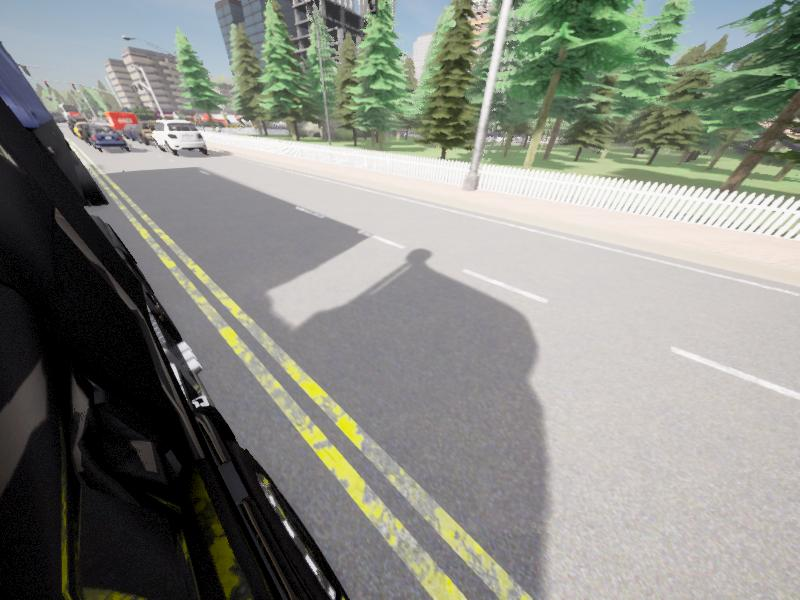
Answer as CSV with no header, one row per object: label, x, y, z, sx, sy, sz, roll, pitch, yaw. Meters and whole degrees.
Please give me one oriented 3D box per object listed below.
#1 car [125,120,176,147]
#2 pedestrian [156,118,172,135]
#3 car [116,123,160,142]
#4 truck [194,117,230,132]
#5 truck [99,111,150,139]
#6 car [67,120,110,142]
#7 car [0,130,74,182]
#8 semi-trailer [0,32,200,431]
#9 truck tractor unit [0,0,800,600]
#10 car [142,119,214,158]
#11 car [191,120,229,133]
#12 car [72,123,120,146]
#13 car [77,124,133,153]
car,-23.652,-15.817,21.895,4.605,1.855,1.932,28,43,30
pedestrian,-32.916,-24.114,32.206,0.751,1.860,0.751,29,44,31
car,-28.676,-18.298,25.256,4.792,1.488,2.163,28,43,30
truck,-42.673,-39.832,52.554,2.627,2.467,5.204,27,42,29
truck,-33.556,-21.274,28.128,5.204,2.467,2.627,28,43,30
car,-32.346,-17.557,23.945,5.366,1.575,1.801,28,43,30
car,-16.028,-6.211,9.776,3.806,1.475,1.970,28,43,30
semi-trailer,-8.650,-3.627,4.290,14.254,4.402,2.717,29,44,30
truck tractor unit,-2.645,-0.295,0.352,6.516,4.208,3.053,28,44,30
car,-16.681,-12.215,17.340,5.566,2.045,2.150,28,43,30
car,-40.908,-37.585,49.985,2.150,2.045,5.566,27,43,29
car,-26.985,-14.689,20.508,4.193,1.474,1.816,28,43,30
car,-22.060,-12.133,17.301,3.705,1.549,1.789,27,43,30
